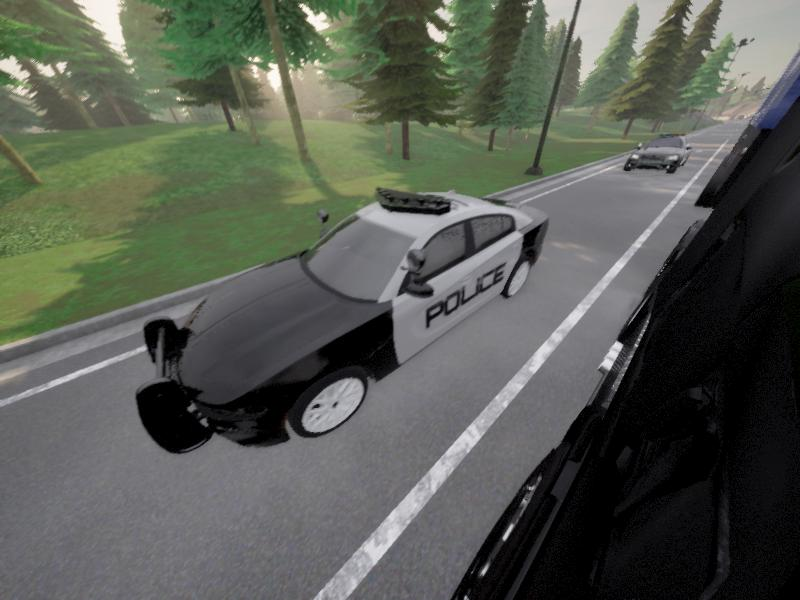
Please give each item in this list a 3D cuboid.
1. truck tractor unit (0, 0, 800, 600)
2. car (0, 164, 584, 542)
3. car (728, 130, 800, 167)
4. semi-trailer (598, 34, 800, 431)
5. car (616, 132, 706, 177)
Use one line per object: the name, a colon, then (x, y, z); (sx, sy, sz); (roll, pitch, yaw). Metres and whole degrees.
truck tractor unit: (2.645, -0.295, 0.351); (6.516, 4.208, 3.053); (-28, 44, -30)
car: (-0.004, -0.491, 3.013); (5.238, 1.638, 1.930); (-28, 43, -30)
car: (20.411, -8.515, 12.839); (4.181, 1.385, 1.994); (-28, 43, -30)
semi-trailer: (8.680, -3.586, 4.293); (14.254, 4.402, 2.717); (-28, 43, -30)
car: (13.660, -7.696, 12.052); (4.974, 1.542, 2.038); (-28, 43, -31)
